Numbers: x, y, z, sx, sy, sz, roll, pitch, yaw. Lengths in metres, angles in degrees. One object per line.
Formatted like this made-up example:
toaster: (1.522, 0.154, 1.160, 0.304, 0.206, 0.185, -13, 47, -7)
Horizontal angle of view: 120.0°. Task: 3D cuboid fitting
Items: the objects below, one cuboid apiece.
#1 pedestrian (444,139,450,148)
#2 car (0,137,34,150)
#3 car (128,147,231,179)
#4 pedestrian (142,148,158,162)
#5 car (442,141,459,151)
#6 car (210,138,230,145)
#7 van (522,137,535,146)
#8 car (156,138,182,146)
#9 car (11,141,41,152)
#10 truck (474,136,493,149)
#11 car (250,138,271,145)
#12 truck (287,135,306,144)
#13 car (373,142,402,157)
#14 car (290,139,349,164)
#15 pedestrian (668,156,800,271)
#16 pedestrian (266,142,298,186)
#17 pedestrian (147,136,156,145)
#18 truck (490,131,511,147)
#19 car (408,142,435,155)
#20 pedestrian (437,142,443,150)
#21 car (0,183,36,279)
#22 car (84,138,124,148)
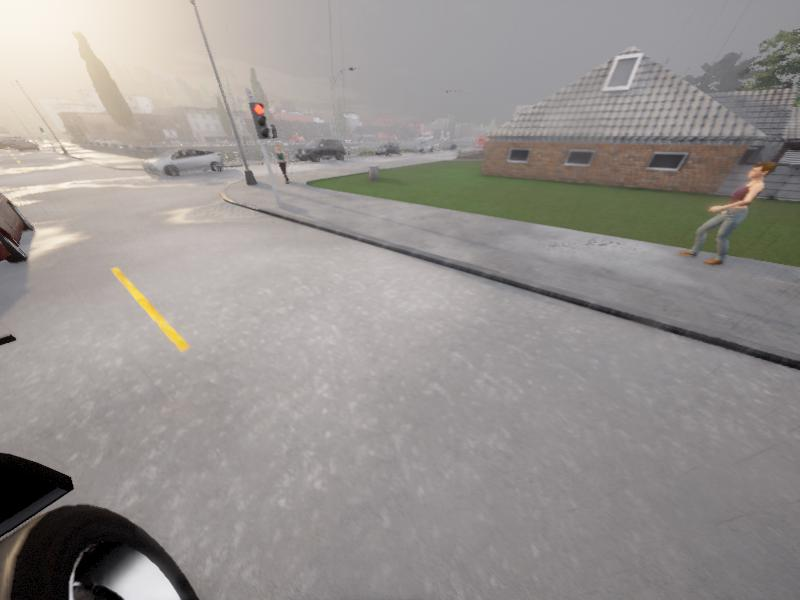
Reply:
pedestrian: (11.038, -36.759, 54.221, 0.751, 1.860, 0.751, 22, 41, 27)
car: (-68.966, -27.839, 40.972, 1.905, 1.878, 3.866, -8, 36, -10)
car: (-14.821, -9.549, 15.947, 2.007, 1.525, 4.514, 15, 38, 20)
pedestrian: (-23.644, -13.674, 21.828, 0.500, 1.100, 0.500, 22, 41, 28)
car: (9.981, -30.453, 45.770, 1.789, 1.549, 3.705, 22, 41, 28)
car: (-51.968, -45.757, 66.759, 1.851, 1.617, 3.988, 22, 41, 28)
van: (45.488, -55.911, 81.408, 2.351, 2.431, 6.366, 22, 41, 28)
car: (-58.755, -40.185, 58.802, 1.851, 1.617, 3.988, 22, 41, 28)
car: (-61.321, -25.269, 37.865, 4.181, 1.385, 1.994, 22, 41, 28)
truck: (21.196, -40.026, 58.641, 2.627, 2.467, 5.204, 22, 41, 28)
car: (-45.053, -51.447, 74.856, 1.930, 1.638, 5.238, 22, 41, 28)
truck: (-37.391, -58.060, 83.599, 2.627, 2.467, 5.204, 22, 40, 28)
car: (-1.664, -20.922, 32.113, 1.851, 1.617, 3.988, 22, 41, 28)
car: (-8.224, -15.733, 24.321, 2.150, 2.045, 5.566, 22, 40, 27)
pedestrian: (6.341, -1.624, 4.431, 0.751, 1.860, 0.751, 23, 41, 29)
pedestrian: (-5.947, -6.876, 11.742, 0.751, 1.860, 0.751, 4, 35, 5)
pedestrian: (-63.996, -41.049, 59.530, 0.751, 1.860, 0.751, -15, 38, -21)
truck: (29.783, -47.629, 68.313, 2.891, 3.827, 8.468, 22, 41, 28)
car: (3.603, -25.213, 38.303, 2.038, 1.542, 4.974, 22, 41, 28)
pedestrian: (8.151, -31.726, 47.550, 0.751, 1.300, 0.751, -26, 43, -32)
car: (-9.958, -1.682, 4.848, 5.008, 1.535, 1.882, 25, 42, 31)
car: (-65.304, -34.824, 51.133, 2.152, 1.651, 5.027, 22, 41, 28)
